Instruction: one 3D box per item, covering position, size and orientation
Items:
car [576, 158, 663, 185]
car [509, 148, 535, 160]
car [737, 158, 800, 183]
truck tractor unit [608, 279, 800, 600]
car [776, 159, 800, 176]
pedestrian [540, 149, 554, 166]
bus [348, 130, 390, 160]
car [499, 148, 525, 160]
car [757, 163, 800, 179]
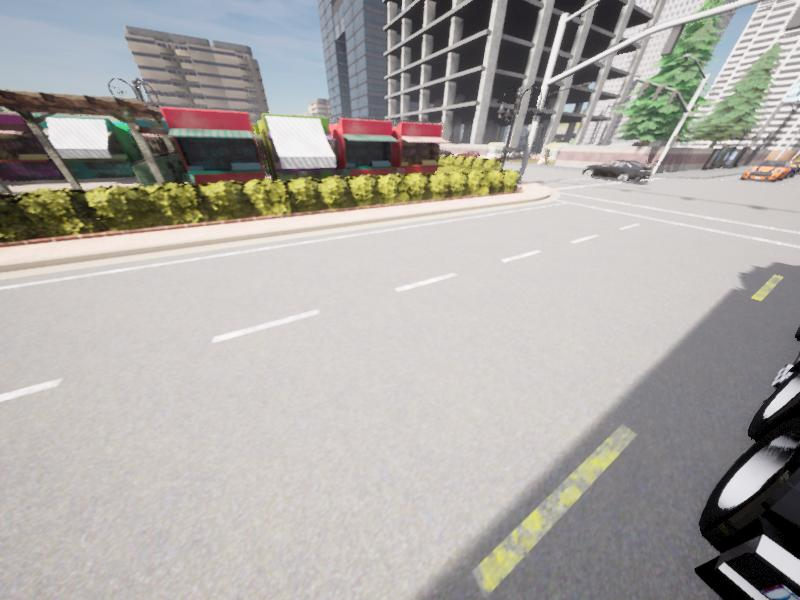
[{"bbox_3d":[18.524,-11.158,19.893,2.128,1.511,4.902,-11,37,-18],"label":"car"},{"bbox_3d":[23.953,-28.741,45.440,1.905,1.878,3.866,-16,38,-24],"label":"car"},{"bbox_3d":[35.204,-12.422,22.040,4.553,1.767,2.097,-16,38,-24],"label":"car"},{"bbox_3d":[5.136,-0.253,0.908,6.516,4.208,3.053,-15,32,-25],"label":"truck tractor unit"},{"bbox_3d":[49.963,-16.656,28.948,5.008,1.535,1.882,-17,38,-24],"label":"car"},{"bbox_3d":[20.208,-19.626,31.801,0.751,1.860,0.751,-11,36,-17],"label":"pedestrian"},{"bbox_3d":[-6.084,-29.827,44.319,3.944,4.253,10.273,-17,39,-24],"label":"bus"},{"bbox_3d":[21.376,-27.981,44.242,1.905,1.878,3.866,-16,38,-24],"label":"car"},{"bbox_3d":[41.339,-14.021,25.023,4.718,1.301,1.895,-16,38,-24],"label":"car"}]
